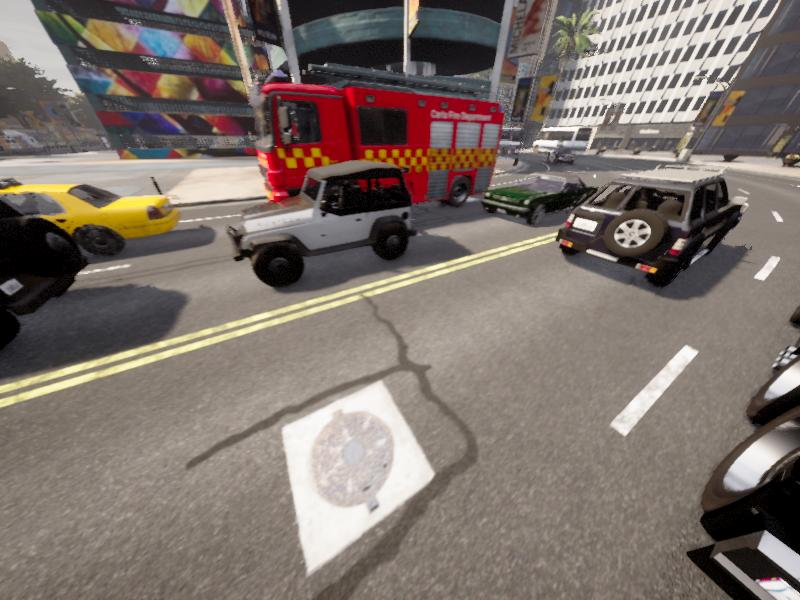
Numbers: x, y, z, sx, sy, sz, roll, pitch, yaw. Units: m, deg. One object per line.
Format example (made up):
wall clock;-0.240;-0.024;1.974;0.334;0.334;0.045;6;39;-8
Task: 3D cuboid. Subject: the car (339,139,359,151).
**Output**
car;-11.514;-35.182;52.337;2.435;2.045;5.566;-18;39;-25

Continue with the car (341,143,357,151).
car;-11.545;-34.889;52.602;2.007;1.523;4.514;-18;39;-25

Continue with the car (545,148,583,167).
car;18.503;-16.407;26.399;2.038;1.542;4.974;9;36;13

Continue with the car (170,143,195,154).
car;-37.326;-26.123;39.768;2.161;1.482;4.786;-18;39;-25

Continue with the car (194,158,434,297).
car;-1.470;-1.846;4.989;3.866;1.878;1.905;-18;39;-25

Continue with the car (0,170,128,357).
car;-6.550;-0.171;2.538;3.866;1.878;1.905;-19;39;-25

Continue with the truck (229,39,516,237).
truck;-0.367;-5.302;8.272;8.468;3.827;2.891;-19;39;-26

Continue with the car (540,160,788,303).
car;5.689;-1.859;5.081;4.605;1.855;1.932;-19;39;-25

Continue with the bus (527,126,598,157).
bus;29.290;-29.326;42.698;3.944;4.253;10.273;-6;36;-9

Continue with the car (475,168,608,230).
car;5.229;-3.905;8.528;4.718;1.301;1.895;-21;40;-27

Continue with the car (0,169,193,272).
car;-8.377;-1.749;5.062;5.366;1.575;1.801;-18;39;-24

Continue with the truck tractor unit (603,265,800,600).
truck tractor unit;5.111;-0.301;0.788;6.516;4.208;3.053;-18;39;-24

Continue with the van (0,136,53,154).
van;-63.510;-26.354;39.210;2.351;2.431;6.366;-18;39;-24

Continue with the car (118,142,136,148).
car;-78.496;-44.691;66.426;1.895;1.301;4.718;-18;39;-24
